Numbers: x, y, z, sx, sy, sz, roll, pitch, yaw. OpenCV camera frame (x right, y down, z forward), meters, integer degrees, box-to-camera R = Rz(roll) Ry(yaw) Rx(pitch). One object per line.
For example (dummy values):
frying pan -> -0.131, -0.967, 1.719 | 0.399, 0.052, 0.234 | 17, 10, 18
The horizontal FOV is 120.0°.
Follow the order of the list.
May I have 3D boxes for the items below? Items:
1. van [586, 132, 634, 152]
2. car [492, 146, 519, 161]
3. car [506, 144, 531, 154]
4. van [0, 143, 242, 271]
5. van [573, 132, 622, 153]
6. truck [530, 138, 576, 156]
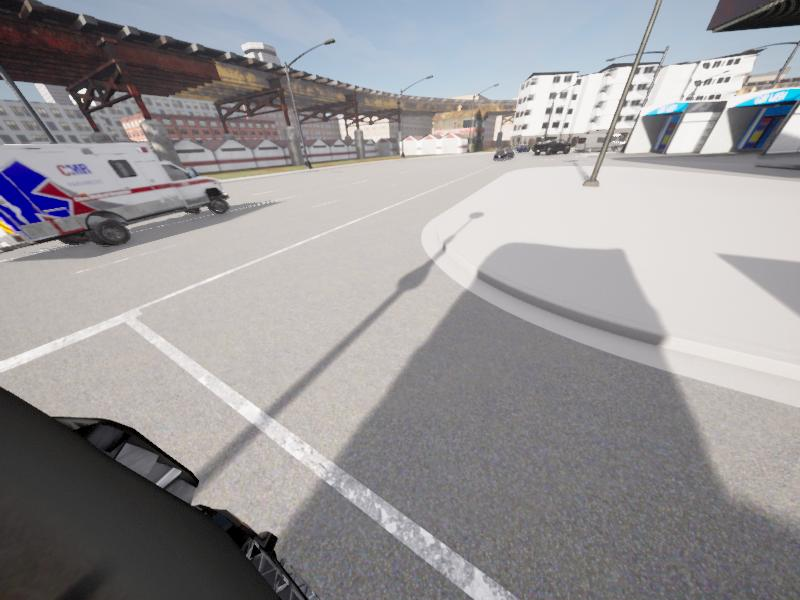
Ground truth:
van -> 37.151, -28.052, 41.017 | 5.915, 2.561, 1.988 | -3, 34, 0
car -> 14.427, -20.027, 31.593 | 1.845, 1.501, 3.633 | 27, 43, 37
car -> 23.340, -29.817, 45.694 | 3.806, 1.475, 1.970 | -11, 34, -12
van -> -9.439, -3.568, 7.832 | 2.351, 2.431, 6.366 | -3, 32, 19
van -> 32.254, -25.760, 37.942 | 5.915, 2.561, 1.988 | -7, 34, -7
truck -> 24.143, -24.150, 36.541 | 6.274, 2.098, 2.390 | -17, 36, -20
